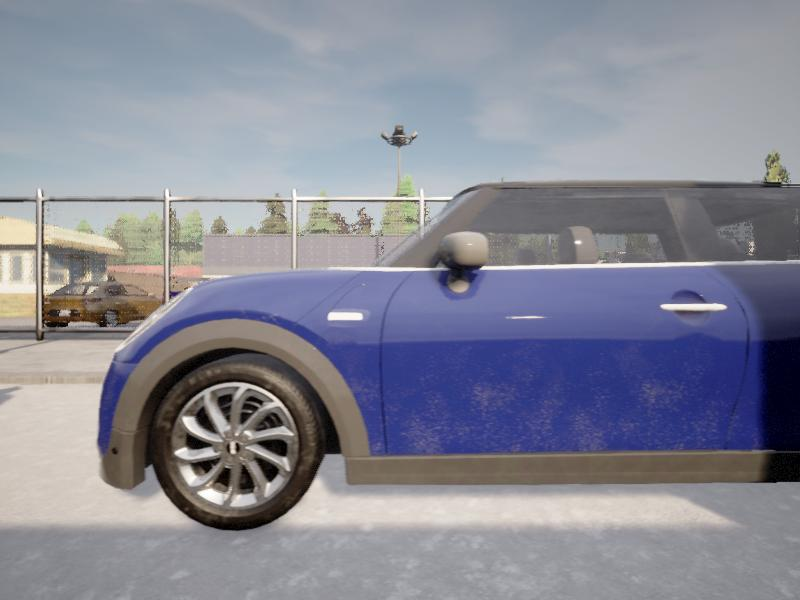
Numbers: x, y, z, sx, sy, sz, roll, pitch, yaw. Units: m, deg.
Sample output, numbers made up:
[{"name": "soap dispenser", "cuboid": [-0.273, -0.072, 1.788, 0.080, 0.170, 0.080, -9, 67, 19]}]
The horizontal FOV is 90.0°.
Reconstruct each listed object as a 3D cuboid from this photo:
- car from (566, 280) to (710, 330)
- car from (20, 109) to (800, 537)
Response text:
[{"name": "car", "cuboid": [7.747, 0.143, 13.299, 3.705, 1.547, 1.789, 0, 0, 0]}, {"name": "car", "cuboid": [0.707, 0.095, 2.700, 4.553, 1.767, 2.097, 0, 0, 0]}]
